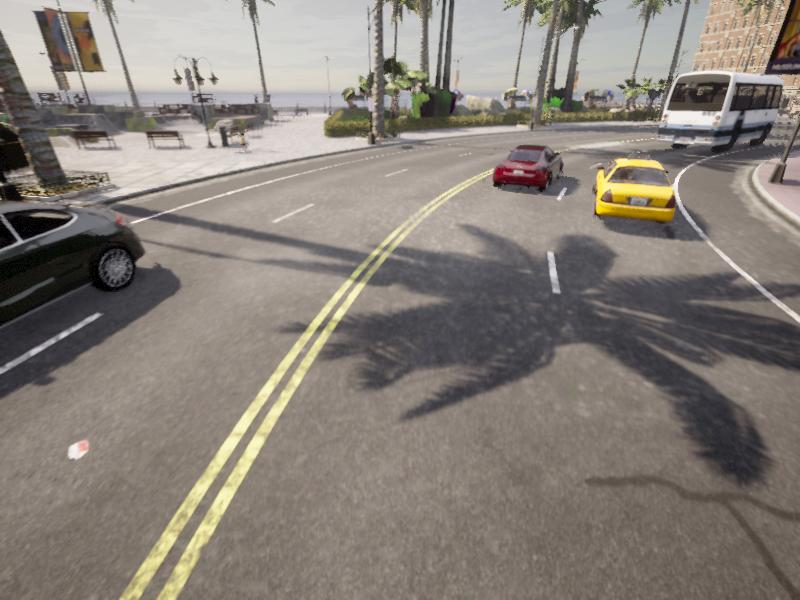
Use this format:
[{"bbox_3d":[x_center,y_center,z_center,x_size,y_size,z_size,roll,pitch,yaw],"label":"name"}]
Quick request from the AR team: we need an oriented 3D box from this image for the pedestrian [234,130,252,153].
[{"bbox_3d":[-8.546,-8.616,21.773,0.500,1.100,0.500,15,31,27],"label":"pedestrian"}]

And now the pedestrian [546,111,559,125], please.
[{"bbox_3d":[16.804,-20.060,44.061,0.751,1.300,0.751,-15,31,-27],"label":"pedestrian"}]

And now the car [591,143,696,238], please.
[{"bbox_3d":[6.769,-3.457,11.700,1.801,1.575,5.366,12,29,21],"label":"car"}]

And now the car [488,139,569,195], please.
[{"bbox_3d":[5.063,-5.273,15.458,1.994,1.385,4.181,14,30,25],"label":"car"}]

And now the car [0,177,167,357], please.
[{"bbox_3d":[-6.122,-0.336,5.469,2.152,1.651,5.027,6,28,10],"label":"car"}]

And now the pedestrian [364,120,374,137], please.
[{"bbox_3d":[-2.350,-13.068,30.501,0.500,1.100,0.500,24,35,38],"label":"pedestrian"}]

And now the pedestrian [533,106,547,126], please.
[{"bbox_3d":[14.849,-19.563,42.462,0.751,1.860,0.751,-10,29,-18],"label":"pedestrian"}]

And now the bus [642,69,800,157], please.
[{"bbox_3d":[20.542,-11.976,25.491,10.273,4.253,3.944,-19,32,-32],"label":"bus"}]

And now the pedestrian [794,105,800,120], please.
[{"bbox_3d":[54.021,-25.203,53.765,0.751,1.860,0.751,-4,28,-9],"label":"pedestrian"}]
